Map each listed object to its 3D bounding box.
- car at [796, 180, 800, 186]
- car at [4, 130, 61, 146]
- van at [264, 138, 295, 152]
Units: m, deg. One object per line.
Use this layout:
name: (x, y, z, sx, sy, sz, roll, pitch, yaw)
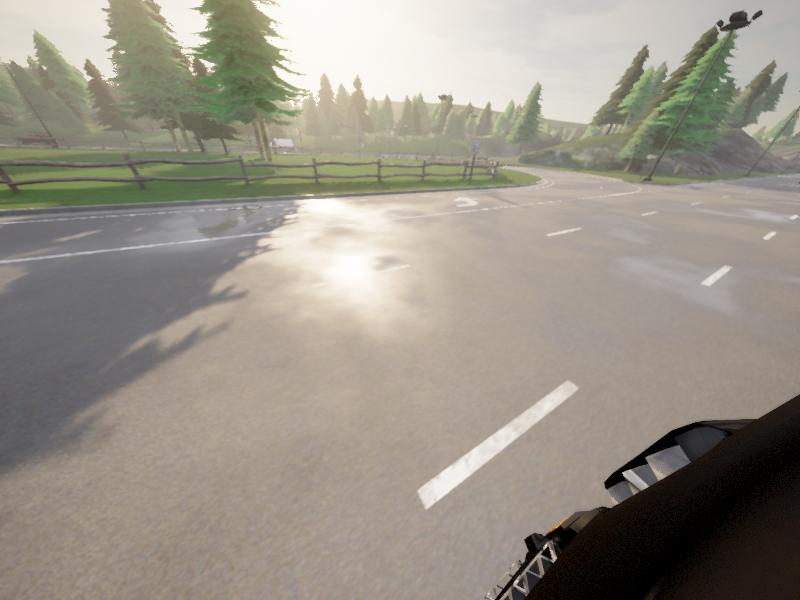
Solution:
car: (58.755, -17.017, 32.562, 5.027, 1.651, 2.152, -16, 38, -26)
car: (-57.138, -25.272, 36.049, 3.866, 1.878, 1.905, -16, 38, -26)
van: (-28.009, -36.095, 53.794, 5.915, 2.561, 1.988, -16, 38, -26)
